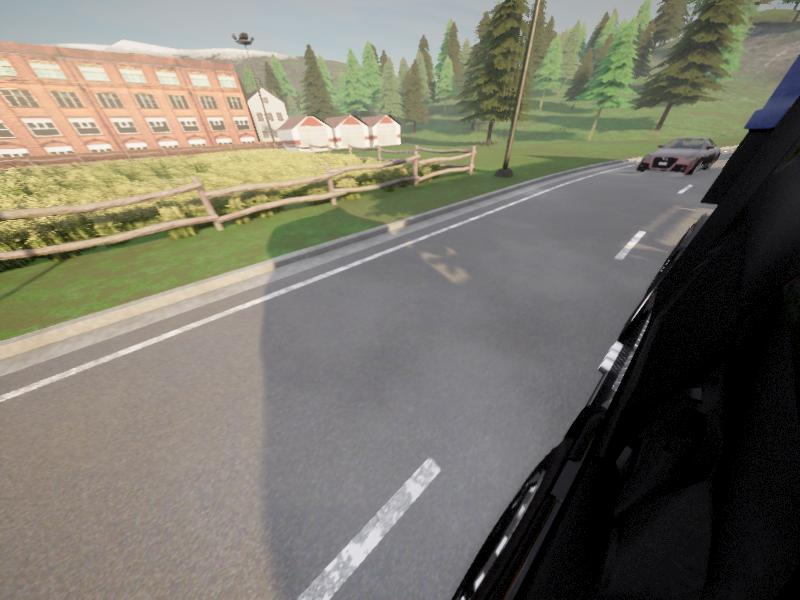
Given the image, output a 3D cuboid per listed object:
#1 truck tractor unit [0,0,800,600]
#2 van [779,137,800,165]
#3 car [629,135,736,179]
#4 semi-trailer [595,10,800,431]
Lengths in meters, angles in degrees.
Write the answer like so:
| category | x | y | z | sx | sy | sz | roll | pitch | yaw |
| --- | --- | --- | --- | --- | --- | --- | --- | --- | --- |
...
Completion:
| category | x | y | z | sx | sy | sz | roll | pitch | yaw |
| --- | --- | --- | --- | --- | --- | --- | --- | --- | --- |
| truck tractor unit | 2.645 | -0.295 | 0.352 | 6.516 | 4.208 | 3.053 | -28 | 44 | -30 |
| van | 22.660 | -8.096 | 11.520 | 4.480 | 2.038 | 2.069 | -15 | 38 | -15 |
| car | 13.681 | -7.037 | 11.233 | 4.181 | 1.385 | 1.994 | -22 | 40 | -24 |
| semi-trailer | 8.902 | -3.433 | 4.051 | 14.254 | 4.402 | 2.717 | -25 | 42 | -28 |
